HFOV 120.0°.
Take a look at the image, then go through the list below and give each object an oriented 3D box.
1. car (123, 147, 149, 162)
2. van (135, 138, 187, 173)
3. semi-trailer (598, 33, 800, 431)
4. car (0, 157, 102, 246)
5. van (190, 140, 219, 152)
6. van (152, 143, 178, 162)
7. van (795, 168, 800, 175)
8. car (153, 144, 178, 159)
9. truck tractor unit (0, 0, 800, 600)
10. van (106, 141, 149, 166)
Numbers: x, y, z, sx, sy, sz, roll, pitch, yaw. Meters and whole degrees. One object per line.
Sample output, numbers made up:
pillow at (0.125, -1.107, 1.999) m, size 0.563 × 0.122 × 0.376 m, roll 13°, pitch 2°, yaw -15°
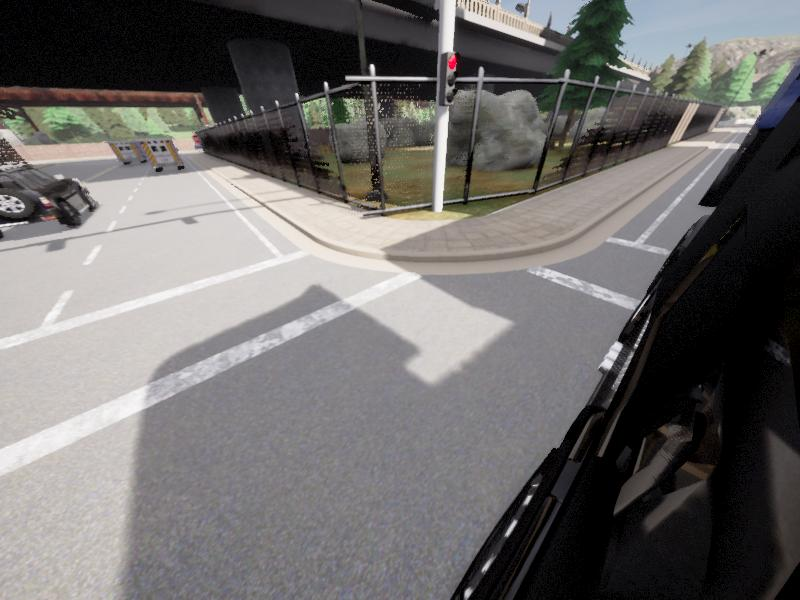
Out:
car at (-39.896, -22.105, 35.029) m, size 1.851 × 1.617 × 3.988 m, roll -28°, pitch 43°, yaw -30°
van at (-22.872, -14.051, 22.287) m, size 2.351 × 2.431 × 6.366 m, roll -28°, pitch 43°, yaw -30°
semi-trailer at (8.724, -3.571, 4.226) m, size 14.254 × 4.402 × 2.717 m, roll -28°, pitch 43°, yaw -30°
car at (-12.459, -3.483, 7.712) m, size 1.932 × 1.855 × 4.605 m, roll -28°, pitch 43°, yaw -30°
van at (-43.710, -34.474, 51.770) m, size 4.442 × 1.987 × 1.775 m, roll -28°, pitch 43°, yaw -30°
van at (-33.555, -21.166, 33.023) m, size 1.775 × 1.987 × 4.442 m, roll -28°, pitch 43°, yaw -30°
van at (16.627, -4.973, 7.632) m, size 2.069 × 2.038 × 4.480 m, roll 26°, pitch 44°, yaw 33°
car at (-37.431, -23.738, 36.931) m, size 2.097 × 1.767 × 4.553 m, roll -28°, pitch 43°, yaw -30°
truck tractor unit at (2.645, -0.295, 0.351) m, size 6.516 × 4.208 × 3.053 m, roll -28°, pitch 44°, yaw -30°
van at (-35.098, -19.150, 30.008) m, size 2.351 × 2.431 × 6.366 m, roll -28°, pitch 43°, yaw -30°
